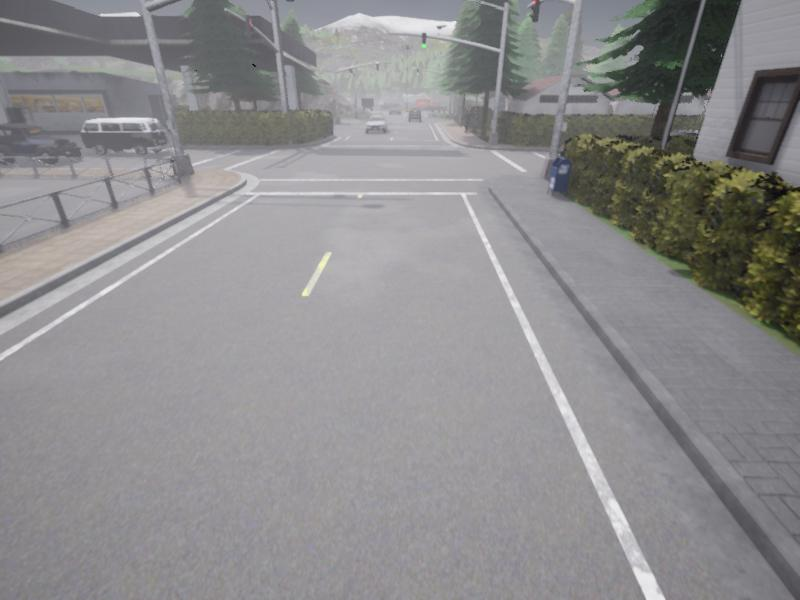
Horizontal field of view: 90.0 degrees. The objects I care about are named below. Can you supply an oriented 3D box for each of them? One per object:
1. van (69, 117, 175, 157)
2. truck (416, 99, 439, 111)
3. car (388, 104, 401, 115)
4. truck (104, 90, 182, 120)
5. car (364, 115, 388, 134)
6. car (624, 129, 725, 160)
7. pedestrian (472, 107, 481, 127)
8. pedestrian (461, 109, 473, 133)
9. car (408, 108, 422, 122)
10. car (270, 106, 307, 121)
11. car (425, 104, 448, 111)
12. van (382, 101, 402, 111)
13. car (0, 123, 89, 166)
[{"bbox_3d":[-16.429,-9.767,23.883,4.480,2.038,2.069,1,27,2],"label":"van"},{"bbox_3d":[6.387,-45.120,92.478,5.204,2.467,2.627,1,27,2],"label":"truck"},{"bbox_3d":[-0.841,-33.298,69.989,2.038,1.542,4.974,1,27,2],"label":"car"},{"bbox_3d":[-36.851,-28.064,57.611,8.468,3.827,2.891,1,27,2],"label":"truck"},{"bbox_3d":[-2.155,-16.503,37.494,1.812,1.442,4.674,0,27,2],"label":"car"},{"bbox_3d":[15.563,-8.932,22.921,4.193,1.474,1.816,1,27,2],"label":"car"},{"bbox_3d":[8.292,-19.788,43.287,0.751,1.860,0.751,4,27,8],"label":"pedestrian"},{"bbox_3d":[5.600,-14.980,33.483,0.751,1.860,0.751,1,27,1],"label":"pedestrian"},{"bbox_3d":[1.998,-24.721,53.402,1.789,1.549,3.705,1,27,2],"label":"car"},{"bbox_3d":[-15.945,-26.718,57.246,4.553,1.767,2.097,1,27,3],"label":"car"},{"bbox_3d":[8.211,-43.072,89.509,5.008,1.535,1.882,1,27,2],"label":"car"},{"bbox_3d":[-1.789,-45.059,92.878,4.442,1.987,1.775,1,27,2],"label":"van"},{"bbox_3d":[-19.168,-8.154,20.891,3.866,1.878,1.905,1,27,2],"label":"car"}]
